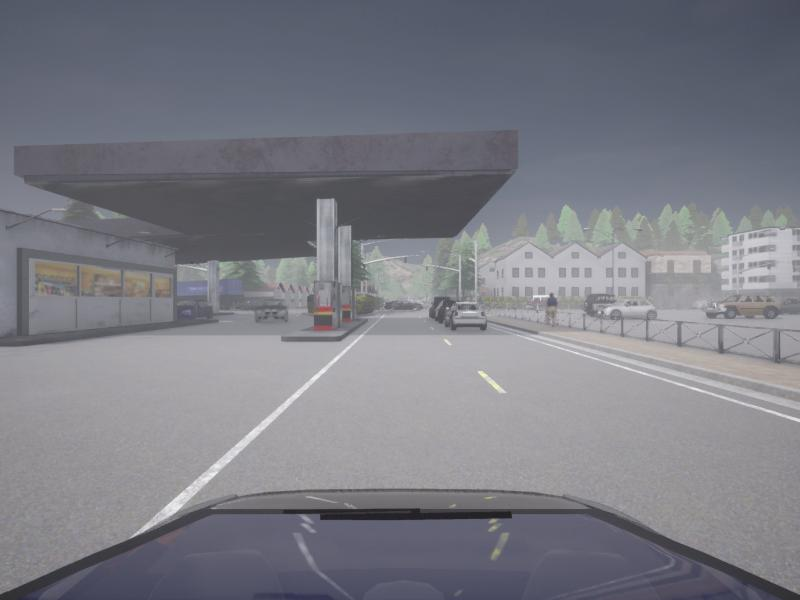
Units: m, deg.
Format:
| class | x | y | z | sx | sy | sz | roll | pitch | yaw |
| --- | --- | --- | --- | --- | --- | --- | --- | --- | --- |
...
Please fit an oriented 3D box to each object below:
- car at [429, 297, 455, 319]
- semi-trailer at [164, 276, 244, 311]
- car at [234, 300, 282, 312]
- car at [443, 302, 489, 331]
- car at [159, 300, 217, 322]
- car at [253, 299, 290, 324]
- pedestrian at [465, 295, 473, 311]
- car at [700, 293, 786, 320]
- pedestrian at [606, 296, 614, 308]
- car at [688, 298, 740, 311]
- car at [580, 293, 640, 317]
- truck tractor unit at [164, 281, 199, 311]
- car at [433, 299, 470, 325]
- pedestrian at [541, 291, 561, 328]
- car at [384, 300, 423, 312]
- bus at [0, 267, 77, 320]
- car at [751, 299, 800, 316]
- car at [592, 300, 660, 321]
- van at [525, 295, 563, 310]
| class | x | y | z | sx | sy | sz | roll | pitch | yaw |
| --- | --- | --- | --- | --- | --- | --- | --- | --- | --- |
| car | 3.589 | 0.646 | 34.986 | 1.905 | 1.878 | 3.866 | 0 | 0 | 0 |
| semi-trailer | -28.080 | -0.781 | 56.819 | 14.254 | 4.402 | 2.717 | -1 | -1 | 31 |
| car | -18.180 | 0.754 | 51.269 | 5.357 | 1.411 | 2.033 | 2 | 0 | -1 |
| car | 3.559 | 0.853 | 22.210 | 1.970 | 1.475 | 3.806 | 0 | 0 | 0 |
| car | -17.145 | 0.824 | 32.665 | 2.242 | 1.667 | 4.611 | 0 | 0 | 0 |
| car | -9.156 | 0.756 | 28.833 | 2.242 | 1.667 | 4.611 | 0 | 0 | -15 |
| pedestrian | 8.057 | 0.301 | 46.668 | 0.751 | 1.860 | 0.751 | 0 | 0 | 30 |
| car | 24.737 | 0.441 | 28.980 | 4.605 | 1.855 | 1.932 | 0 | 0 | 0 |
| pedestrian | 31.476 | 0.294 | 59.919 | 0.751 | 1.860 | 0.751 | 0 | 0 | 1 |
| car | 40.251 | 0.588 | 51.384 | 5.027 | 1.651 | 2.152 | 0 | 0 | 0 |
| car | 16.857 | 0.420 | 32.239 | 3.866 | 1.878 | 1.905 | 0 | 0 | 0 |
| truck tractor unit | -33.607 | -0.538 | 61.781 | 3.053 | 4.208 | 6.516 | 1 | -1 | -13 |
| car | 3.572 | 0.778 | 28.533 | 2.033 | 1.649 | 4.856 | 0 | 0 | 0 |
| pedestrian | 7.794 | 0.485 | 20.657 | 0.751 | 1.860 | 0.751 | 0 | 0 | -1 |
| car | 0.470 | 0.764 | 51.349 | 4.902 | 1.511 | 2.128 | -1 | 0 | 0 |
| bus | -33.989 | -0.535 | 34.428 | 3.944 | 4.253 | 10.273 | 0 | 0 | 0 |
| car | 34.723 | 0.641 | 35.957 | 4.514 | 1.523 | 2.007 | 0 | 0 | 0 |
| car | 16.258 | 0.704 | 28.912 | 3.806 | 1.475 | 1.970 | 0 | 0 | 0 |
| van | 19.682 | 0.380 | 54.917 | 4.480 | 2.038 | 2.069 | 0 | 0 | -4 |
